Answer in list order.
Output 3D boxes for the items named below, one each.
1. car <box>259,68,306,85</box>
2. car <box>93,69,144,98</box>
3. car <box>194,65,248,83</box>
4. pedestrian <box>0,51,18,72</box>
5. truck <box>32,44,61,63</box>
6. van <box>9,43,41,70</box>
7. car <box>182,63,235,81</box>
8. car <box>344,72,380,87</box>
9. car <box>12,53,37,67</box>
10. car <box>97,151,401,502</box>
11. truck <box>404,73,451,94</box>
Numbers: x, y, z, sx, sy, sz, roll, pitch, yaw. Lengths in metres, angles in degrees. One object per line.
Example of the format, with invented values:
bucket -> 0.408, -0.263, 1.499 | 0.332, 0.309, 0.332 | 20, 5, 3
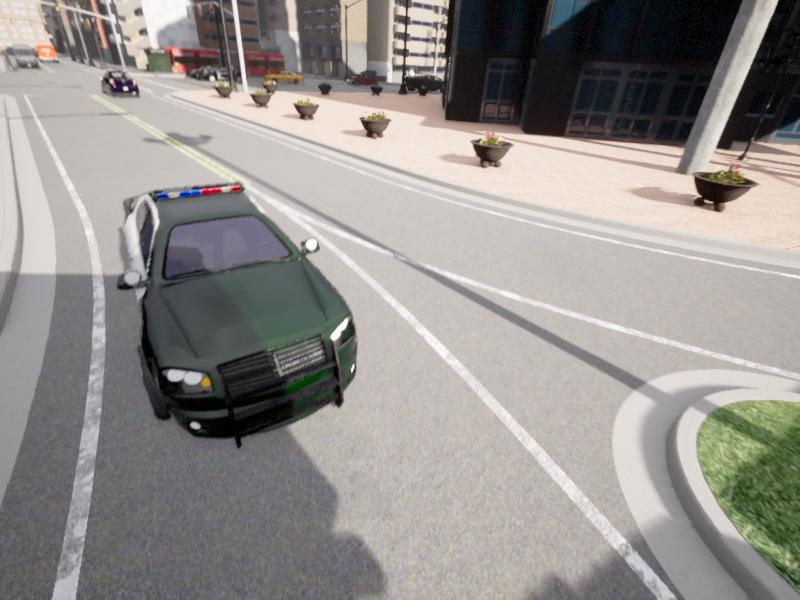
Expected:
car -> -14.913, -28.480, 51.066 | 5.366, 1.575, 1.801 | -21, 38, -36
car -> -19.302, -14.861, 27.397 | 1.845, 1.501, 3.633 | -23, 39, -37
car -> -20.716, -26.281, 46.569 | 5.238, 1.638, 1.930 | -21, 39, -36
pedestrian -> -40.886, -24.876, 41.764 | 0.751, 1.860, 0.751 | -15, 35, -28
truck -> -58.487, -40.711, 66.110 | 2.627, 2.467, 5.204 | -21, 39, -35
van -> -45.891, -29.815, 48.952 | 1.988, 2.561, 5.915 | -21, 39, -35
car -> -23.193, -27.657, 48.630 | 5.238, 1.638, 1.930 | -22, 39, -37
car -> -5.524, -32.089, 58.338 | 4.856, 1.649, 2.033 | -21, 38, -36
car -> -51.071, -32.660, 54.354 | 1.970, 1.475, 3.806 | -21, 39, -35
car -> -2.226, -0.499, 4.910 | 2.038, 1.542, 4.974 | -16, 36, -29
truck -> 3.696, -28.826, 53.396 | 6.274, 2.098, 2.390 | -21, 38, -36
